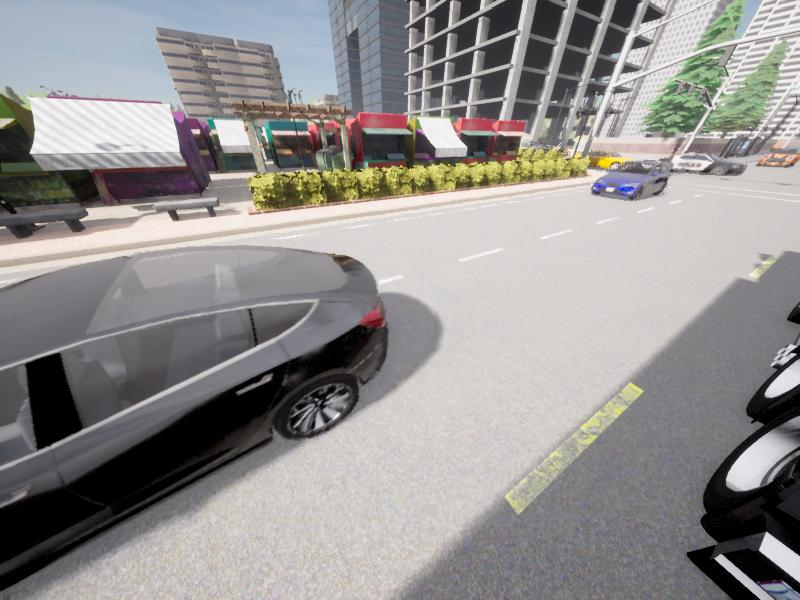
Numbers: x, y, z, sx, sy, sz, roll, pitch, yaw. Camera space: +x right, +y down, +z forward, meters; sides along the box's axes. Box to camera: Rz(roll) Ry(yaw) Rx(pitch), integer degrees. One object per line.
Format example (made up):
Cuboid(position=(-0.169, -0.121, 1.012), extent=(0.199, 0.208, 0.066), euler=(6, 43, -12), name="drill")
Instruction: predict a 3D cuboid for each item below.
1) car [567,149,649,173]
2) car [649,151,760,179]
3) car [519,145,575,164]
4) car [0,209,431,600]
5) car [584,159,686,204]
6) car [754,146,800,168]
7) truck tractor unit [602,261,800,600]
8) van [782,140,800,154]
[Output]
Cuboid(position=(18.334, -12.588, 20.758), extent=(1.882, 1.535, 5.008), euler=(-13, 37, -18), name="car")
Cuboid(position=(24.247, -11.076, 18.717), extent=(2.038, 1.542, 4.974), euler=(-18, 39, -24), name="car")
Cuboid(position=(17.652, -17.757, 28.076), extent=(1.930, 1.638, 5.238), euler=(-18, 39, -24), name="car")
Cuboid(position=(-2.371, 0.629, 1.779), extent=(4.792, 1.488, 2.163), euler=(-21, 40, -27), name="car")
Cuboid(position=(11.299, -5.819, 11.140), extent=(4.193, 1.474, 1.816), euler=(-18, 39, -24), name="car")
Cuboid(position=(41.589, -15.603, 25.133), extent=(4.553, 1.767, 2.097), euler=(-18, 39, -24), name="car")
Cuboid(position=(5.104, -0.308, 0.788), extent=(6.516, 4.208, 3.053), euler=(-19, 39, -24), name="truck tractor unit")
Cuboid(position=(90.219, -33.616, 50.666), extent=(1.988, 2.561, 5.915), euler=(-17, 39, -24), name="van")
